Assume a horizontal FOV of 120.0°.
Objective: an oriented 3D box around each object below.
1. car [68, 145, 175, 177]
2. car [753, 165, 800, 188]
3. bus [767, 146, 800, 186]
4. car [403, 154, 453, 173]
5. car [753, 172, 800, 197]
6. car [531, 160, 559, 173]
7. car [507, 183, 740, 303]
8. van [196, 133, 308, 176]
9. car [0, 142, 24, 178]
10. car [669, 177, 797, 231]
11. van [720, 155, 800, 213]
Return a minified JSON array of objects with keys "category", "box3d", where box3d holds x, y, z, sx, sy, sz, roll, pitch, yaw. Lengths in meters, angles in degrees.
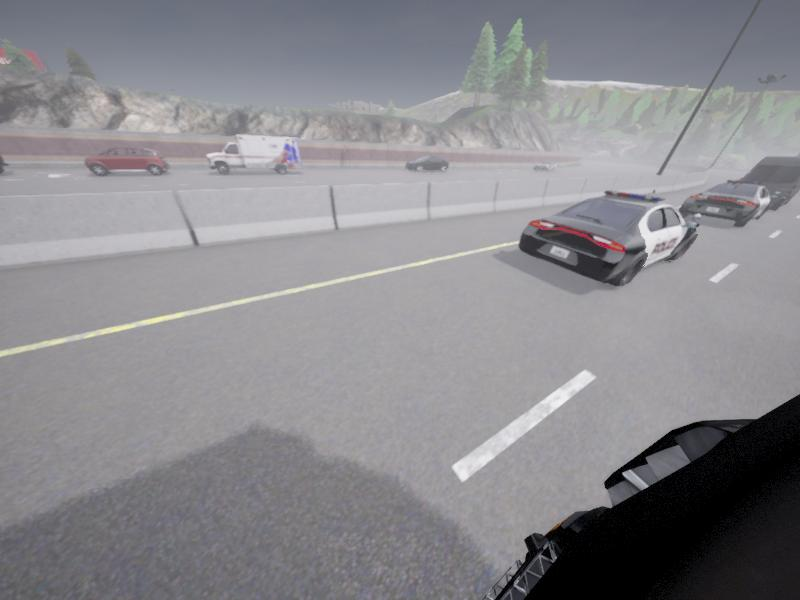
[{"category":"car","box3d":[-17.069,-8.736,14.520,3.705,1.549,1.789,-16,38,-26]},{"category":"car","box3d":[43.207,-14.238,26.461,5.566,2.045,2.150,-22,41,-33]},{"category":"bus","box3d":[53.290,-17.225,29.652,10.273,4.253,3.944,-26,43,-36]},{"category":"car","box3d":[3.000,-14.465,24.525,5.008,1.535,1.882,-16,38,-26]},{"category":"car","box3d":[32.653,-9.957,19.772,4.514,1.525,2.007,-19,39,-29]},{"category":"car","box3d":[20.433,-18.835,32.509,1.895,1.301,4.718,30,42,35]},{"category":"car","box3d":[5.280,-1.716,5.502,4.974,1.542,2.038,-16,38,-26]},{"category":"van","box3d":[-10.732,-10.905,17.426,6.366,2.431,2.351,-16,38,-26]},{"category":"car","box3d":[-23.078,-7.160,11.432,3.866,1.878,1.905,-16,38,-26]},{"category":"car","box3d":[14.601,-4.379,10.143,4.974,1.542,2.038,-16,38,-26]},{"category":"van","box3d":[22.236,-6.998,13.694,5.915,2.561,1.988,-17,38,-26]}]
